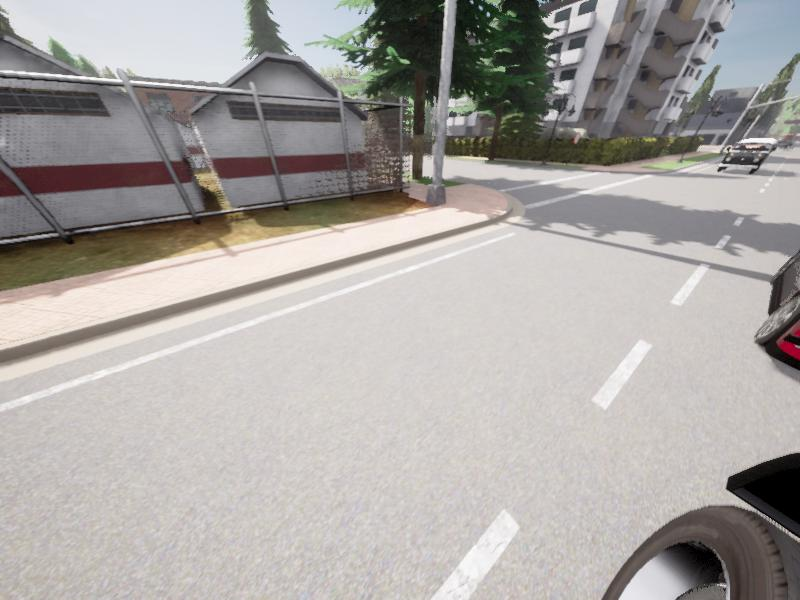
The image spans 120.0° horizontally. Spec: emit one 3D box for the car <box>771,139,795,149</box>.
[{"bbox_3d":[75.411,-30.755,45.488,3.705,1.549,1.789,-22,41,-28],"label":"car"}]

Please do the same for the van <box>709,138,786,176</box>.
[{"bbox_3d":[25.013,-10.375,16.626,4.480,2.038,2.069,-22,41,-28],"label":"van"}]

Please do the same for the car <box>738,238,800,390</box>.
[{"bbox_3d":[6.190,-0.012,2.589,3.806,1.475,1.970,-22,41,-28],"label":"car"}]

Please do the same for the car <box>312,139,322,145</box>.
[{"bbox_3d":[-29.100,-55.522,81.126,1.905,1.878,3.866,2,35,3],"label":"car"}]
